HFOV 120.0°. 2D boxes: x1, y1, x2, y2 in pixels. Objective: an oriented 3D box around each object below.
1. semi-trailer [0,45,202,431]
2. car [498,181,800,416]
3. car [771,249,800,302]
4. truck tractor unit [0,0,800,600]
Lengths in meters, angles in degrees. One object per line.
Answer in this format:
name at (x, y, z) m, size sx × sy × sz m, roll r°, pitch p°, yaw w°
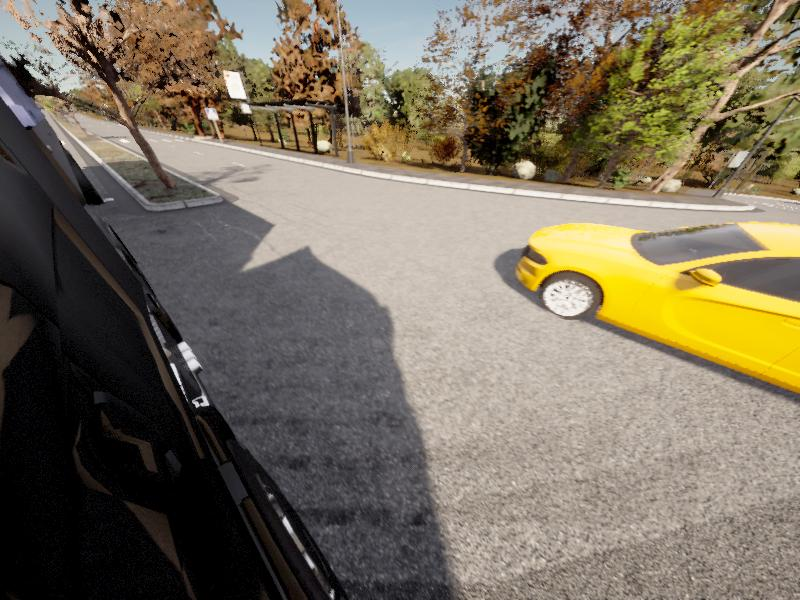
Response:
semi-trailer at (-8.703, -3.598, 4.231) m, size 14.254 × 4.402 × 2.717 m, roll 28°, pitch 44°, yaw 30°
car at (4.209, -0.104, 2.795) m, size 5.008 × 1.535 × 1.882 m, roll 28°, pitch 43°, yaw 30°
car at (8.755, -0.005, 2.997) m, size 3.633 × 1.501 × 1.845 m, roll 28°, pitch 43°, yaw 30°
truck tractor unit at (-2.645, -0.295, 0.351) m, size 6.516 × 4.208 × 3.053 m, roll 28°, pitch 44°, yaw 30°
